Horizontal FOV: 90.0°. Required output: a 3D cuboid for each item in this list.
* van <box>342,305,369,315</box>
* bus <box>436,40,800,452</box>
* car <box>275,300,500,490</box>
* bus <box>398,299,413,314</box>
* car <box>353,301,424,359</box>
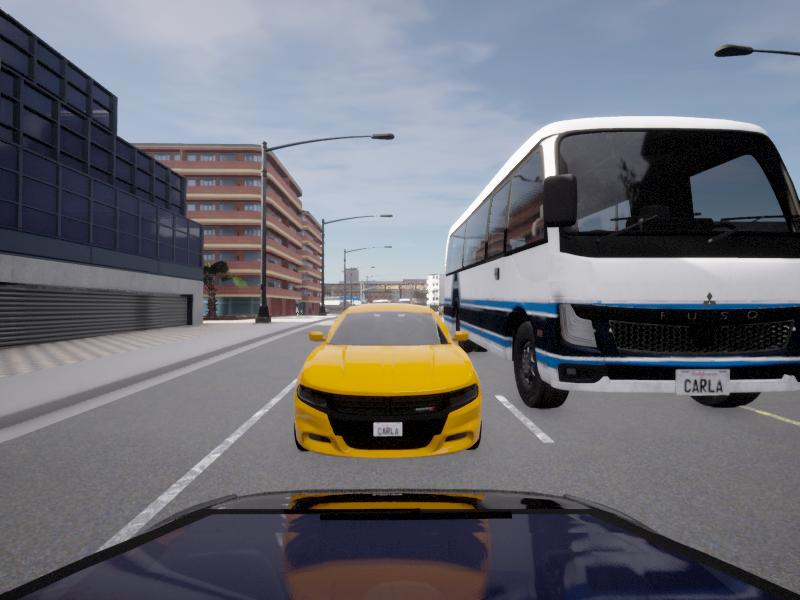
[{"bbox_3d":[-10.981,2.372,99.042,6.366,2.431,2.351,0,-1,-2],"label":"van"},{"bbox_3d":[3.384,-0.601,9.306,3.944,4.253,10.273,0,1,-1],"label":"bus"},{"bbox_3d":[-0.158,0.790,5.854,1.882,1.535,5.008,0,1,-1],"label":"car"},{"bbox_3d":[1.572,1.818,119.359,3.944,4.253,10.273,0,-1,-1],"label":"bus"},{"bbox_3d":[-0.325,0.768,12.619,1.812,1.442,4.674,0,1,-1],"label":"car"}]
